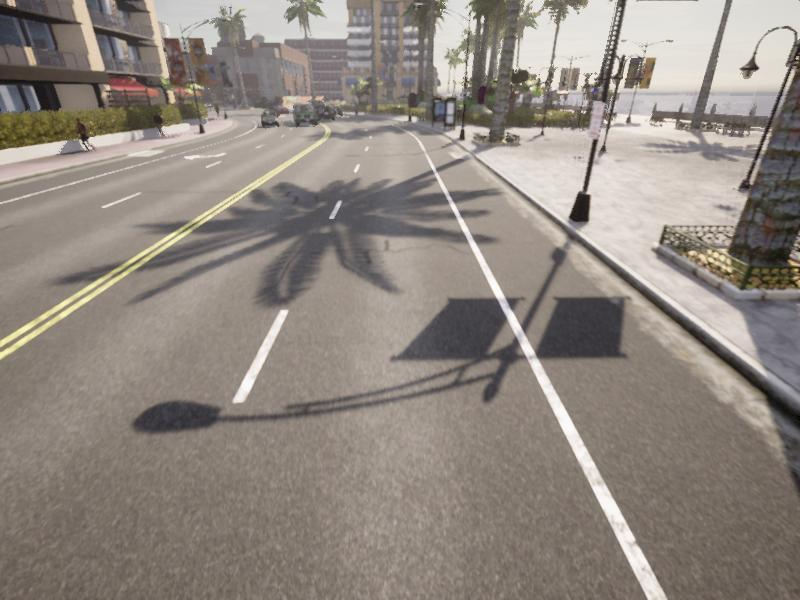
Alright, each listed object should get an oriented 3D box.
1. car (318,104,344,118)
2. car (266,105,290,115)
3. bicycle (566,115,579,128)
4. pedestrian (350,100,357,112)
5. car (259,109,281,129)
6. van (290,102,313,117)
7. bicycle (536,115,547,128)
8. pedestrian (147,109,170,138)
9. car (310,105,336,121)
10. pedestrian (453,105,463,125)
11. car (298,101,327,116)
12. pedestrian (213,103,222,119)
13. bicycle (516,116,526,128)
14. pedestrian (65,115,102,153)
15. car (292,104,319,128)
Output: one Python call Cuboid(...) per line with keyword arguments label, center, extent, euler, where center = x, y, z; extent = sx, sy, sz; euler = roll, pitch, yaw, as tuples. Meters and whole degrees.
Cuboid(label="car", center=(-10.223, -27.904, 59.002), extent=(2.152, 1.651, 5.027), euler=(-14, 30, -25))
Cuboid(label="car", center=(-20.487, -31.926, 67.055), extent=(1.994, 1.385, 4.181), euler=(-24, 36, -38))
Cuboid(label="bicycle", center=(16.670, -17.225, 38.646), extent=(0.373, 1.024, 1.643), euler=(-1, 27, -1))
Cuboid(label="pedestrian", center=(-8.075, -33.865, 69.934), extent=(0.751, 1.860, 0.751), euler=(22, 35, 37))
Cuboid(label="car", center=(-13.156, -18.453, 40.670), extent=(1.851, 1.617, 3.988), euler=(-7, 28, -13))
Cuboid(label="van", center=(-14.757, -28.590, 59.931), extent=(1.775, 1.987, 4.442), euler=(-16, 31, -29))
Cuboid(label="bicycle", center=(13.654, -17.195, 38.584), extent=(0.373, 1.024, 1.643), euler=(-1, 27, -1))
Cuboid(label="pedestrian", center=(-17.428, -12.757, 28.944), extent=(0.751, 1.860, 0.751), euler=(-1, 27, -2))
Cuboid(label="car", center=(-9.953, -24.036, 51.446), extent=(2.242, 1.667, 4.611), euler=(-11, 29, -20))
Cuboid(label="pedestrian", center=(5.957, -18.917, 40.928), extent=(0.751, 1.860, 0.751), euler=(-4, 28, -8))
Cuboid(label="car", center=(-14.110, -31.070, 64.691), extent=(2.150, 2.045, 5.566), euler=(-19, 33, -33))
Cuboid(label="pedestrian", center=(-23.165, -24.029, 50.823), extent=(0.751, 1.860, 0.751), euler=(-12, 29, -21))
Cuboid(label="bicycle", center=(11.642, -17.175, 38.543), extent=(0.373, 1.024, 1.643), euler=(-1, 27, -1))
Cuboid(label="pedestrian", center=(-17.055, -8.968, 21.588), extent=(0.751, 1.860, 0.751), euler=(1, 27, 1))
Cuboid(label="car", center=(-10.075, -19.605, 42.428), extent=(2.150, 2.045, 5.566), euler=(-8, 28, -15))
